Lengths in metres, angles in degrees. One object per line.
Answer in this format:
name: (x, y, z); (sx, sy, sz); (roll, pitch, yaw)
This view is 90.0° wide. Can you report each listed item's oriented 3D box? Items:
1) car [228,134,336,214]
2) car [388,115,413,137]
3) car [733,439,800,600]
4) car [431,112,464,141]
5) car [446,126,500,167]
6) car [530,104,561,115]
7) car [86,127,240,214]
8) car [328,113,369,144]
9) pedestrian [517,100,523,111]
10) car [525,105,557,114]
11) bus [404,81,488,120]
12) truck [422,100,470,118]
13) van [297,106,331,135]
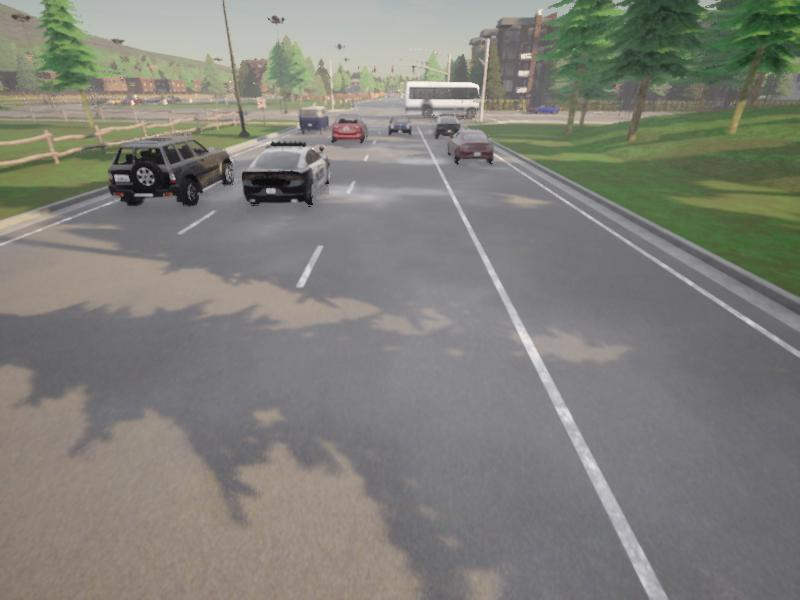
car: (-3.494, -4.307, 13.040); (1.930, 1.638, 5.238); (0, 27, 0)
car: (0.011, -14.135, 32.432); (1.895, 1.301, 4.718); (0, 27, 0)
car: (3.499, 2.331, 0.338); (1.930, 1.638, 5.238); (0, 27, 0)
car: (3.512, -13.359, 30.611); (1.930, 1.638, 5.238); (0, 27, 0)
car: (3.500, -7.813, 20.126); (1.812, 1.442, 4.674); (0, 27, -1)
car: (23.957, -31.435, 65.966); (4.193, 1.474, 1.816); (0, 27, -1)
car: (-6.994, -4.245, 12.610); (1.932, 1.855, 4.605); (0, 27, 0)
car: (-3.490, -12.153, 28.144); (2.242, 1.667, 4.611); (0, 27, 0)
pedestrian: (22.470, -36.503, 74.931); (0.751, 1.860, 0.751); (-1, 27, -2)
car: (24.304, -32.966, 69.120); (4.718, 1.301, 1.895); (0, 27, -1)
bus: (5.681, -25.912, 52.027); (10.273, 4.253, 3.944); (1, 27, 0)
truck: (6.300, -26.506, 55.523); (6.274, 2.098, 2.390); (1, 27, 0)
van: (-6.986, -14.806, 32.869); (1.775, 1.987, 4.442); (0, 27, 0)
